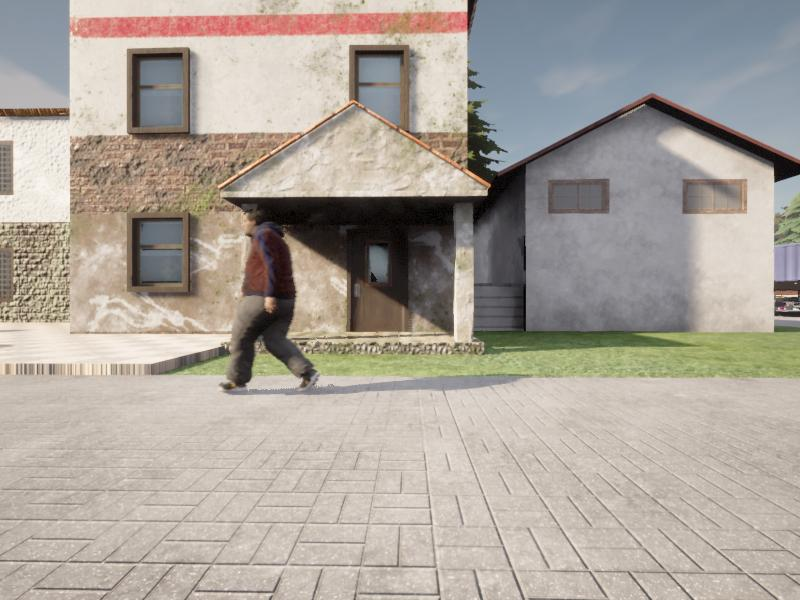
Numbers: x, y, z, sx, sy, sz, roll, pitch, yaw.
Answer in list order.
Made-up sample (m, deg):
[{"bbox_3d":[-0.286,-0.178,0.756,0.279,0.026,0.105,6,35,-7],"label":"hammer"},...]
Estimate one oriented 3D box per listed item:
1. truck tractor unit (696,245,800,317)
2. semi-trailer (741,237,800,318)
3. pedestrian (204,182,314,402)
[{"bbox_3d":[23.303,-1.122,26.397,3.053,4.208,6.516,0,0,4],"label":"truck tractor unit"},{"bbox_3d":[23.078,-1.219,18.489,2.717,4.402,14.254,0,0,1],"label":"semi-trailer"},{"bbox_3d":[-1.275,-0.067,3.757,0.751,1.860,0.751,0,0,1],"label":"pedestrian"}]
